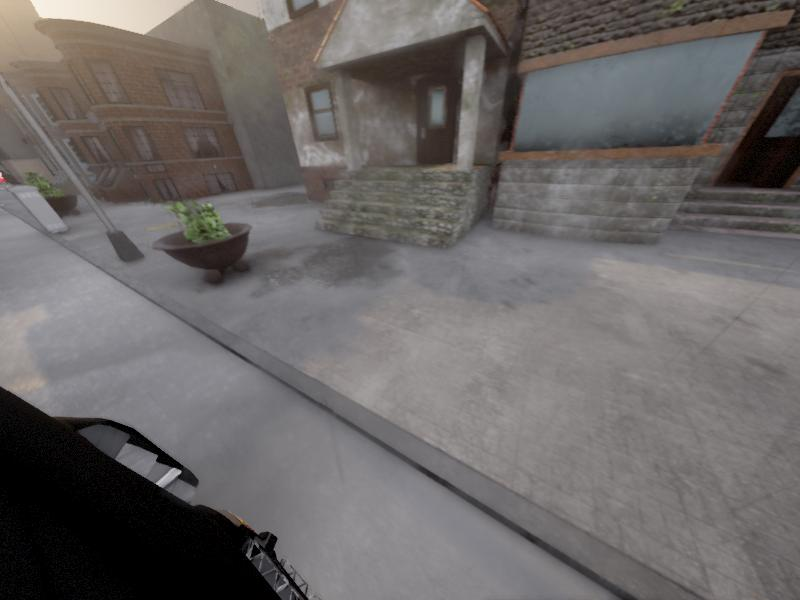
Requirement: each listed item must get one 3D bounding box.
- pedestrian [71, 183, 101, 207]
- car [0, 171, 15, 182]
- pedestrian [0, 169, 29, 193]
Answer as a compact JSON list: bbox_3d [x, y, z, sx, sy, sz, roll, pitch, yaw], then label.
[{"bbox_3d":[-17.593,-5.900,12.960,0.500,1.100,0.500,26,43,36],"label":"pedestrian"},{"bbox_3d":[-73.194,-21.593,40.808,2.128,1.511,4.902,-3,34,1],"label":"car"},{"bbox_3d":[-35.608,-10.860,21.136,0.751,1.860,0.751,9,35,17],"label":"pedestrian"}]
